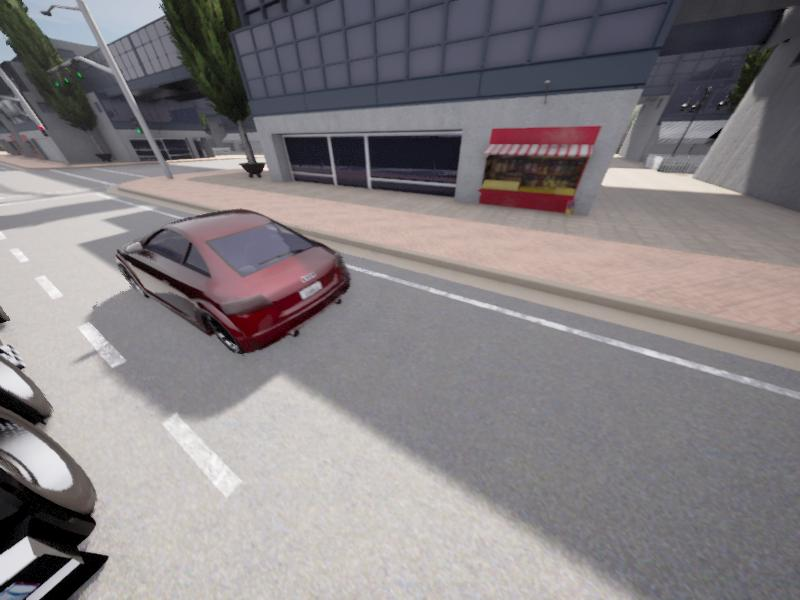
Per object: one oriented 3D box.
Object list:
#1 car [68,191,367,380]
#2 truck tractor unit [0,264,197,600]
[{"bbox_3d":[-2.902,-0.722,3.862,4.181,1.385,1.994,18,39,24],"label":"car"},{"bbox_3d":[-5.110,-0.303,0.776,6.516,4.208,3.053,18,39,24],"label":"truck tractor unit"}]
